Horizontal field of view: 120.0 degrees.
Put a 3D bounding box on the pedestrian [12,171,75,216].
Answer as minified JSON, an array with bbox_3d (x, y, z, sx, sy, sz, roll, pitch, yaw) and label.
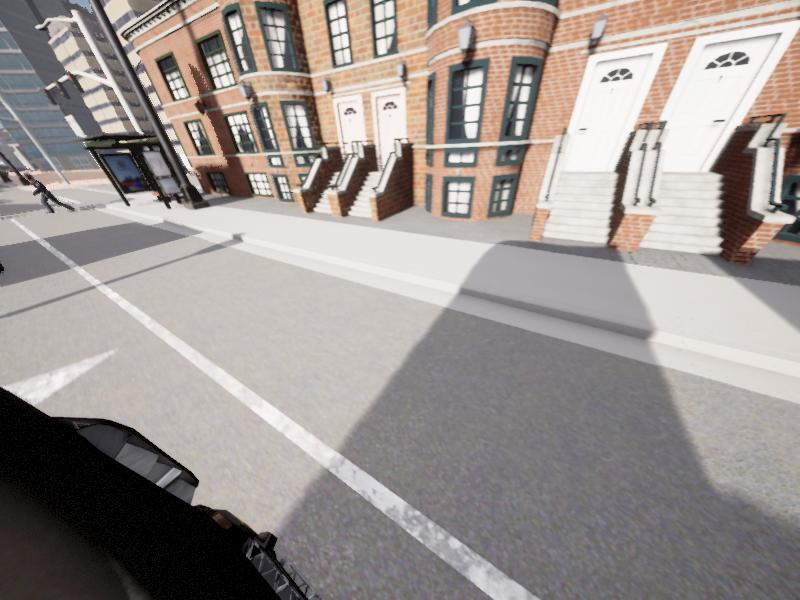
[{"bbox_3d":[-17.182,-5.157,11.180,0.751,1.860,0.751,16,38,26],"label":"pedestrian"}]

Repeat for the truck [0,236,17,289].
[{"bbox_3d":[-11.396,-1.466,4.745,5.204,2.467,2.627,19,39,28],"label":"truck"}]
